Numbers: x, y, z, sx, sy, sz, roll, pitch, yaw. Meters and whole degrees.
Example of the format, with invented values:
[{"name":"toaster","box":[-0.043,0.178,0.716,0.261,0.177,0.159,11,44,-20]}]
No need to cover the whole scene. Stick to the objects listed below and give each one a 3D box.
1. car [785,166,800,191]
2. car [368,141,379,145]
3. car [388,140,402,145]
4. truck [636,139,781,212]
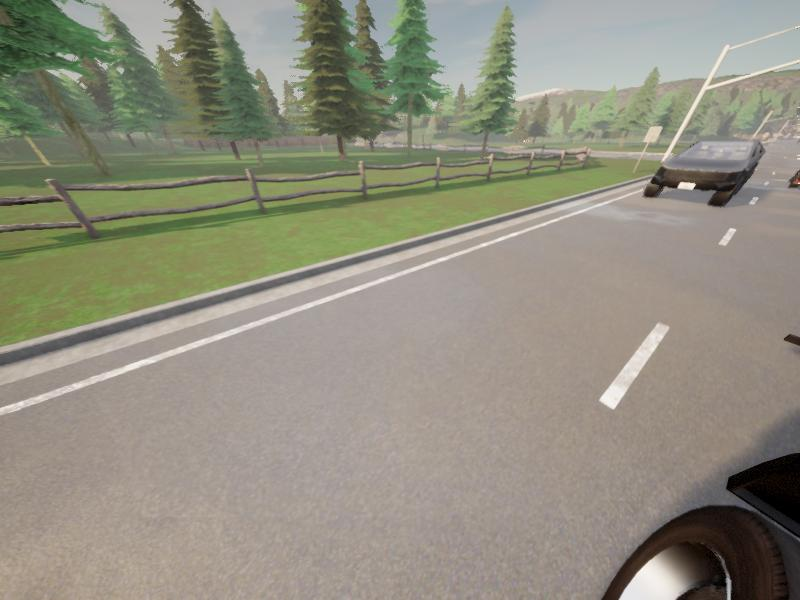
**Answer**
[{"name":"car","box":[22.159,-6.590,11.678,5.027,1.651,2.152,-22,41,-28]},{"name":"car","box":[-10.172,-59.571,87.497,1.895,1.301,4.718,-22,40,-27]},{"name":"car","box":[-1.979,-59.686,87.472,4.902,1.511,2.128,19,40,26]},{"name":"truck","box":[13.370,-5.641,9.991,6.274,2.098,2.390,-22,41,-28]}]
